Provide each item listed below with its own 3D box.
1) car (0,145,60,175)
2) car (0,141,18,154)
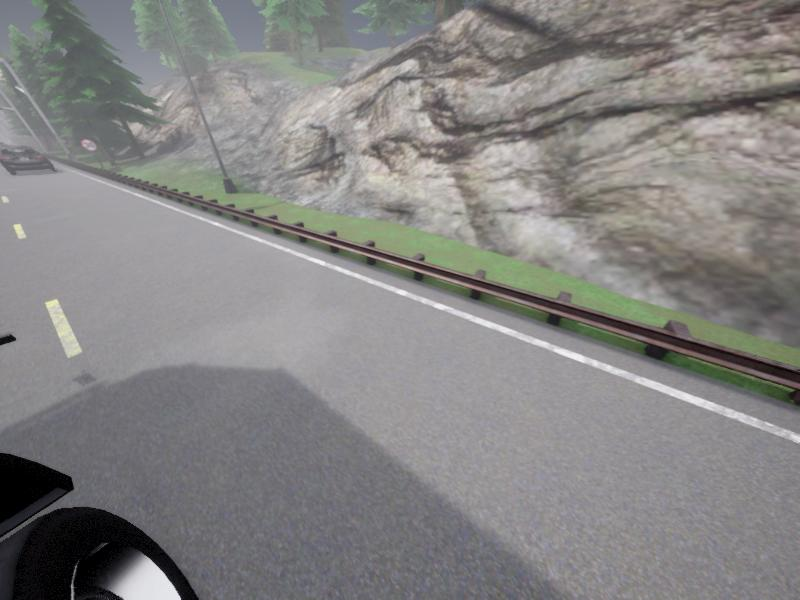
[{"bbox_3d":[-28.744,-10.767,17.603,4.611,1.667,2.242,21,40,27],"label":"car"},{"bbox_3d":[-62.974,-23.991,36.324,4.611,1.667,2.242,21,40,27],"label":"car"}]
